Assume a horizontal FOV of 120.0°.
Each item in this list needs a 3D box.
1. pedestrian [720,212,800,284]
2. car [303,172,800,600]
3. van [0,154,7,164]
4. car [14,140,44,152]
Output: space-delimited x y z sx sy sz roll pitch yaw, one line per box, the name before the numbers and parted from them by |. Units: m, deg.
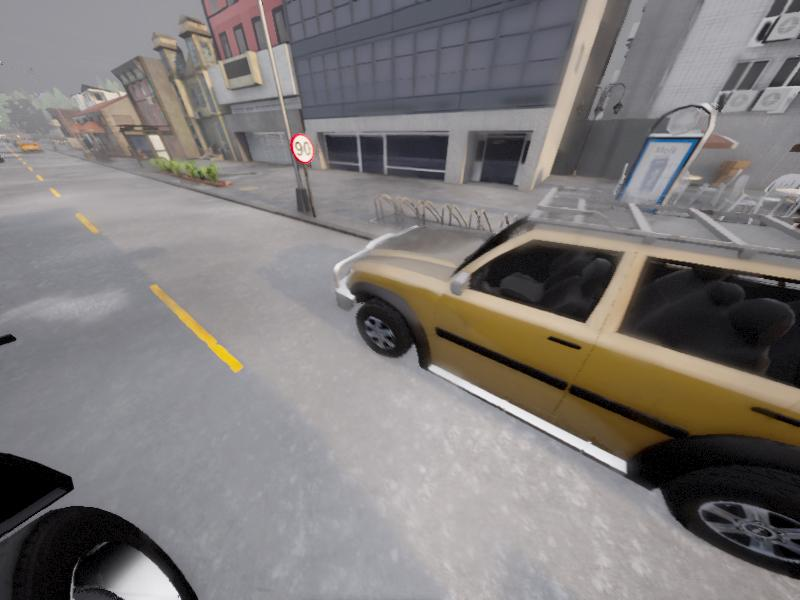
pedestrian | 6.601 -0.900 4.061 0.500 1.100 0.500 6 36 8
car | 1.530 0.014 2.259 4.605 1.855 1.932 21 40 29
van | -40.639 -14.625 22.119 5.915 2.561 1.988 22 41 28
car | -61.825 -25.670 38.484 5.008 1.535 1.882 22 41 28
